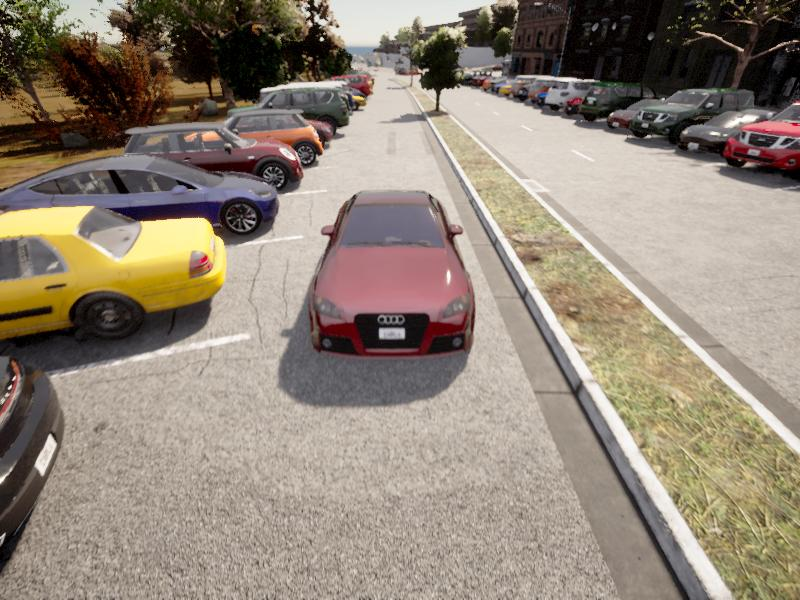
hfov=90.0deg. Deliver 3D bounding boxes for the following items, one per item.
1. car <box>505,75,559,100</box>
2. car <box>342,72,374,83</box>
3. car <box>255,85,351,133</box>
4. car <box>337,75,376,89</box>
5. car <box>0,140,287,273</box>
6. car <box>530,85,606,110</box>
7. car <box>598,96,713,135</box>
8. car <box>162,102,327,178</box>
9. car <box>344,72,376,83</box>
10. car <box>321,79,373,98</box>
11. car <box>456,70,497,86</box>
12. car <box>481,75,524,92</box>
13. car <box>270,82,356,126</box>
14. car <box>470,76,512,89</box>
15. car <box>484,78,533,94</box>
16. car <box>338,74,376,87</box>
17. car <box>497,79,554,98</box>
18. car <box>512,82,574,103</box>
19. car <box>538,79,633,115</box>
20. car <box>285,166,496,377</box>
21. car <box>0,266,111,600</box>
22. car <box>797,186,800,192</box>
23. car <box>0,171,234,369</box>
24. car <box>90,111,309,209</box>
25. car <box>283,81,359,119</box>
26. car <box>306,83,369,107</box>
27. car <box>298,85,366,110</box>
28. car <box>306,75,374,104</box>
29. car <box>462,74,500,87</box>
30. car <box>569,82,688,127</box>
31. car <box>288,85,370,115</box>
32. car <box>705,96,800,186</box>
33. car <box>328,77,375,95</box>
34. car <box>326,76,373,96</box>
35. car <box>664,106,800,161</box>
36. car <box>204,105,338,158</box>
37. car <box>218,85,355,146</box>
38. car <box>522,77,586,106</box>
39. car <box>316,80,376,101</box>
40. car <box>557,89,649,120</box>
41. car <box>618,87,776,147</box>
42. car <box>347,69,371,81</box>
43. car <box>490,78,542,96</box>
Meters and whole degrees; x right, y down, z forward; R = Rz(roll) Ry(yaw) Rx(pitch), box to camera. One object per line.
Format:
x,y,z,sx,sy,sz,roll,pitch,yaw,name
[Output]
12.676,-20.442,38.451,4.442,1.987,1.878,-10,33,-18,car
-7.823,-41.520,74.605,5.366,1.575,1.946,-14,33,-21,car
-5.044,-10.092,21.025,4.442,1.987,1.878,-12,32,-17,car
-6.121,-31.039,56.880,5.008,1.535,2.097,-13,33,-19,car
-4.940,-2.066,7.967,4.792,1.488,2.163,-12,32,-17,car
12.904,-15.669,30.834,5.008,1.535,2.097,-10,33,-18,car
13.018,-9.515,20.494,4.792,1.488,2.163,-10,33,-18,car
-5.010,-5.439,13.361,4.553,1.767,2.185,-12,33,-17,car
-7.220,-40.107,72.204,5.366,1.575,1.946,-14,33,-21,car
-5.485,-21.990,41.584,4.892,1.521,2.231,-12,33,-18,car
11.809,-34.316,61.828,5.566,2.045,2.435,-12,33,-21,car
12.490,-26.524,48.920,4.553,1.767,2.185,-11,32,-19,car
-5.084,-11.608,23.587,4.442,1.987,1.878,-12,32,-17,car
12.288,-29.497,54.184,5.008,1.535,2.097,-11,32,-20,car
12.587,-24.877,46.388,4.892,1.521,2.231,-11,32,-19,car
-6.645,-34.010,61.903,5.366,1.575,1.946,-13,33,-20,car
12.902,-21.843,41.261,5.366,1.575,1.946,-11,32,-18,car
12.851,-18.716,36.041,4.792,1.488,2.163,-10,32,-18,car
12.964,-14.361,28.132,5.566,2.045,2.435,-10,32,-18,car
-0.110,-0.811,5.935,1.994,1.385,4.181,0,31,-1,car
-4.882,1.372,2.100,4.892,1.521,2.231,-12,33,-17,car
13.150,-3.526,10.073,4.553,1.767,2.185,-10,32,-18,car
-5.098,-0.321,4.959,5.366,1.575,1.946,-12,32,-17,car
-5.036,-3.915,10.787,4.553,1.767,2.185,-12,32,-17,car
-5.124,-13.124,26.151,4.442,1.987,1.878,-12,32,-17,car
-5.318,-17.434,33.938,4.792,1.488,2.163,-12,32,-17,car
-5.330,-15.904,31.353,4.792,1.488,2.163,-12,33,-17,car
-5.413,-19.176,36.332,5.566,2.045,2.435,-12,33,-17,car
12.009,-32.570,59.373,5.008,1.535,2.097,-12,33,-20,car
13.036,-11.301,22.962,5.566,2.045,2.435,-10,32,-18,car
-5.092,-14.460,28.845,5.366,1.575,1.946,-12,32,-17,car
13.129,-5.161,12.588,5.566,2.045,2.435,-10,33,-18,car
-5.632,-25.011,46.689,5.008,1.535,2.097,-12,33,-18,car
-5.532,-23.615,44.082,4.553,1.767,2.185,-12,33,-18,car
13.090,-6.452,15.321,4.792,1.488,2.163,-10,33,-18,car
-5.078,-6.809,16.003,4.674,1.452,2.002,-12,32,-17,car
-5.142,-8.568,18.404,5.566,2.045,2.435,-12,33,-17,car
12.760,-17.373,33.267,4.442,1.987,1.878,-10,33,-18,car
-5.262,-20.520,39.087,5.366,1.575,1.946,-12,32,-17,car
12.976,-12.608,25.662,5.008,1.535,2.097,-10,33,-18,car
13.060,-8.224,17.763,5.566,2.045,2.435,-10,33,-18,car
-8.149,-44.783,79.676,4.442,1.987,1.878,-15,33,-21,car
12.681,-23.340,43.791,5.008,1.535,2.097,-11,33,-19,car
